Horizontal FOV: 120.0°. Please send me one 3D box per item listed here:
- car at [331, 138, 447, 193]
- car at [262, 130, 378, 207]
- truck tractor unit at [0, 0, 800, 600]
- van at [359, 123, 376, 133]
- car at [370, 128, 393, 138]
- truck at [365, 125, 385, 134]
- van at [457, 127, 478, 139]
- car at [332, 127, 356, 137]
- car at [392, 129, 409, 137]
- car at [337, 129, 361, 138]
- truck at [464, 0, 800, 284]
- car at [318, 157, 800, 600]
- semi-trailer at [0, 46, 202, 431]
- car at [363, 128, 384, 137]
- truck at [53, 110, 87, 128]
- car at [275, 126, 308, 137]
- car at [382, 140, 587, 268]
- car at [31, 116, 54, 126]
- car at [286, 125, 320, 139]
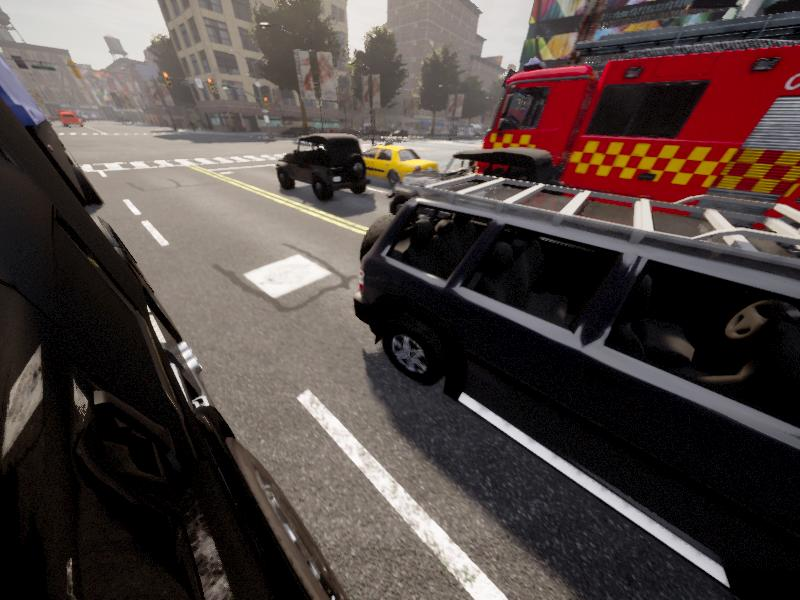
[{"bbox_3d":[-0.716,-6.445,10.801,5.366,1.575,1.801,28,44,30],"label":"car"},{"bbox_3d":[-2.883,-4.979,8.487,3.866,1.878,1.905,27,44,29],"label":"car"},{"bbox_3d":[-2.645,-0.295,0.351,6.516,4.208,3.053,28,44,30],"label":"truck tractor unit"},{"bbox_3d":[-10.986,-58.418,78.360,5.915,2.561,1.988,27,44,29],"label":"van"},{"bbox_3d":[-4.066,-36.529,50.562,2.128,1.511,4.902,28,44,30],"label":"car"},{"bbox_3d":[-7.800,-53.840,72.824,6.274,2.098,2.390,27,44,29],"label":"truck"},{"bbox_3d":[18.021,-44.710,61.801,2.351,2.431,6.366,28,44,30],"label":"van"},{"bbox_3d":[-11.465,-34.682,47.714,2.007,1.525,4.514,28,44,30],"label":"car"},{"bbox_3d":[0.204,-39.532,54.686,1.851,1.617,3.988,28,44,30],"label":"car"},{"bbox_3d":[-9.878,-32.437,44.953,1.994,1.385,4.181,28,44,30],"label":"car"},{"bbox_3d":[6.430,-3.587,5.523,8.468,3.827,2.891,27,43,29],"label":"truck"},{"bbox_3d":[1.703,0.226,1.836,4.605,1.855,1.932,28,44,30],"label":"car"},{"bbox_3d":[-8.705,-3.589,4.238,14.254,4.402,2.717,28,44,30],"label":"semi-trailer"},{"bbox_3d":[-6.023,-38.474,53.052,1.837,1.490,4.892,27,44,29],"label":"car"},{"bbox_3d":[-61.763,-33.884,43.239,5.204,2.467,2.627,28,44,30],"label":"truck"},{"bbox_3d":[-18.895,-29.477,40.494,1.812,1.442,4.674,28,44,30],"label":"car"},{"bbox_3d":[1.638,-2.599,5.568,3.866,1.878,1.905,28,44,30],"label":"car"},{"bbox_3d":[-69.221,-34.707,44.764,3.806,1.475,1.970,28,44,30],"label":"car"},{"bbox_3d":[-16.152,-28.203,38.758,2.242,1.667,4.611,28,44,30],"label":"car"}]
